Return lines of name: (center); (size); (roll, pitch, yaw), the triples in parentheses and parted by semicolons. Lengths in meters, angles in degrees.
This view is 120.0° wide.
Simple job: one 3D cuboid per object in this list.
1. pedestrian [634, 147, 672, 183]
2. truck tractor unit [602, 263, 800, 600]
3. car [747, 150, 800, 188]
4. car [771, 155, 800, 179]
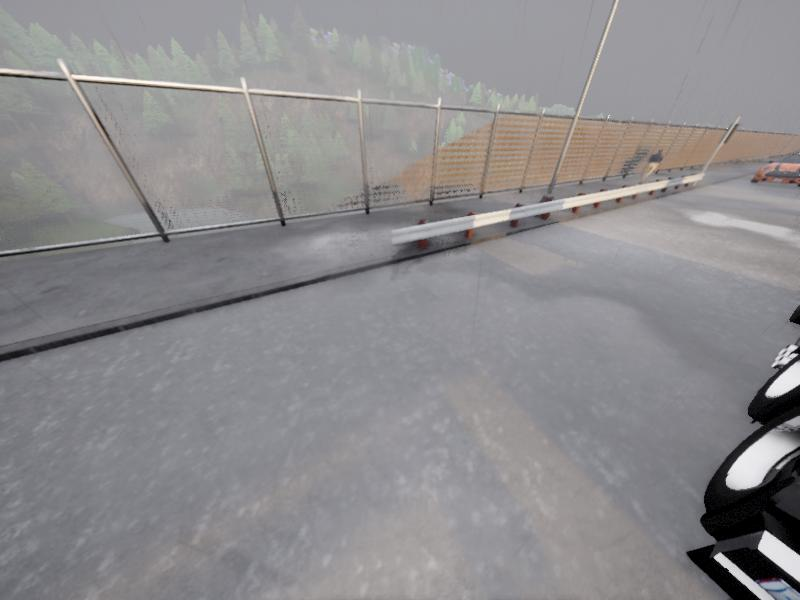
pedestrian: (15.638, -8.395, 14.345); (0.751, 1.860, 0.751); (-22, 41, -29)
truck tractor unit: (5.107, -0.304, 0.784); (6.516, 4.208, 3.053); (-18, 39, -24)
car: (25.256, -8.478, 14.827); (4.553, 1.767, 2.097); (-18, 39, -24)
car: (31.592, -10.390, 18.001); (4.181, 1.385, 1.994); (-18, 39, -25)
